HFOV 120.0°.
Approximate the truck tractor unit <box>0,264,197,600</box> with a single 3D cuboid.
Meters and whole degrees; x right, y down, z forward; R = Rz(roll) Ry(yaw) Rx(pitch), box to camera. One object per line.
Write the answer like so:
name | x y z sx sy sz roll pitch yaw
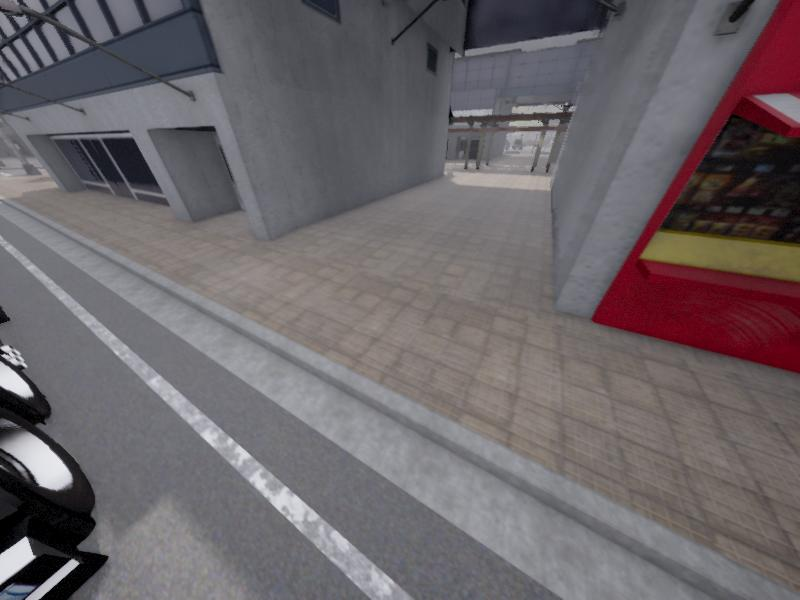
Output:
truck tractor unit | -5.113 -0.298 0.781 6.516 4.208 3.053 18 39 24
